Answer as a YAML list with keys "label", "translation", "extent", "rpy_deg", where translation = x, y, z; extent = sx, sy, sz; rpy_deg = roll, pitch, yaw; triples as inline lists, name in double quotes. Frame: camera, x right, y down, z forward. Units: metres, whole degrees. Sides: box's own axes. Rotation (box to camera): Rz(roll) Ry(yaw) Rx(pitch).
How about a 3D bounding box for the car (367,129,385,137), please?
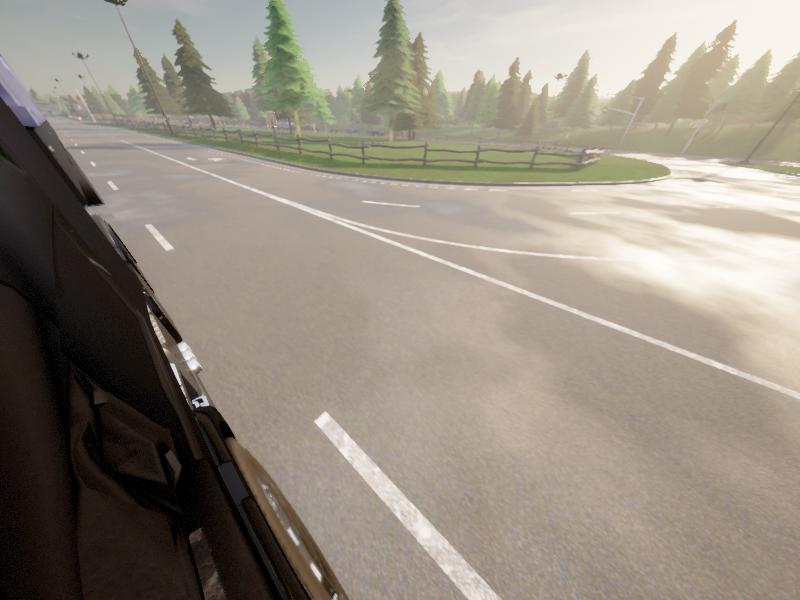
- label: "car"
  translation: [-6.639, -46.224, 64.033]
  extent: [5.027, 1.651, 2.152]
  rpy_deg: [28, 44, 30]

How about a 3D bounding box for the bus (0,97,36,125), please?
- label: "bus"
  translation: [-81.754, -39.694, 48.507]
  extent: [10.273, 4.253, 3.944]
  rpy_deg: [28, 44, 30]

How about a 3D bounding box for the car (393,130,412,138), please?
- label: "car"
  translation: [0.729, -47.854, 66.478]
  extent: [5.366, 1.575, 1.801]
  rpy_deg: [28, 44, 30]

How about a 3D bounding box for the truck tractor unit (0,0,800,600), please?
- label: "truck tractor unit"
  translation: [-2.645, -0.295, 0.351]
  extent: [6.516, 4.208, 3.053]
  rpy_deg: [28, 44, 30]

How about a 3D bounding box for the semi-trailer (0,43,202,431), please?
- label: "semi-trailer"
  translation: [-8.702, -3.587, 4.245]
  extent: [14.254, 4.402, 2.717]
  rpy_deg: [28, 44, 30]
